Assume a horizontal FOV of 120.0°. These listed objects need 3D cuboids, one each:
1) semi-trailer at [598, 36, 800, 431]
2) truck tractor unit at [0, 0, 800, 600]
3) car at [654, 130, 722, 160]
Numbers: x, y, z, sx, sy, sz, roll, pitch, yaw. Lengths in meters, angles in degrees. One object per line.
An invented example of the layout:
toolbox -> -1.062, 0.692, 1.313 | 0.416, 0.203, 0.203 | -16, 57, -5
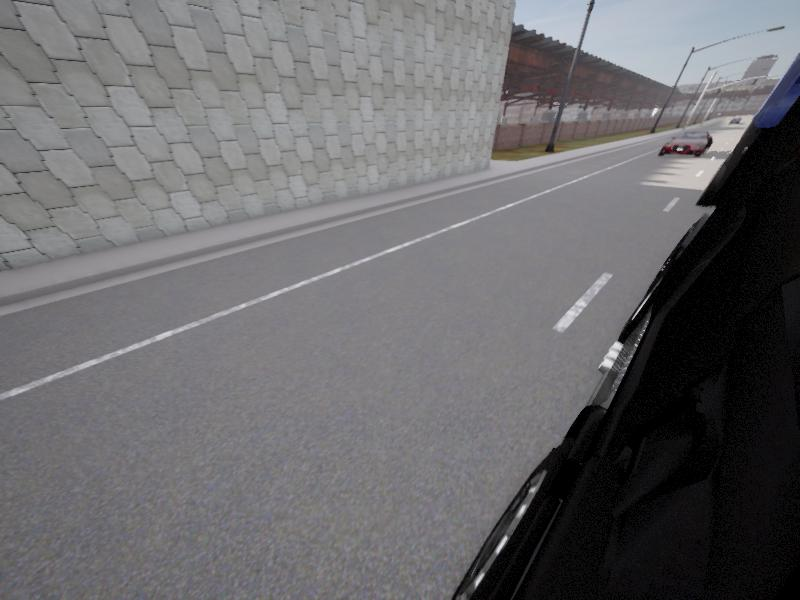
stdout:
semi-trailer -> 8.701, -3.576, 4.263 | 14.254, 4.402, 2.717 | -28, 43, -30
truck tractor unit -> 2.645, -0.295, 0.351 | 6.516, 4.208, 3.053 | -28, 44, -30
car -> 19.591, -10.608, 15.713 | 4.181, 1.385, 1.994 | -26, 42, -28
